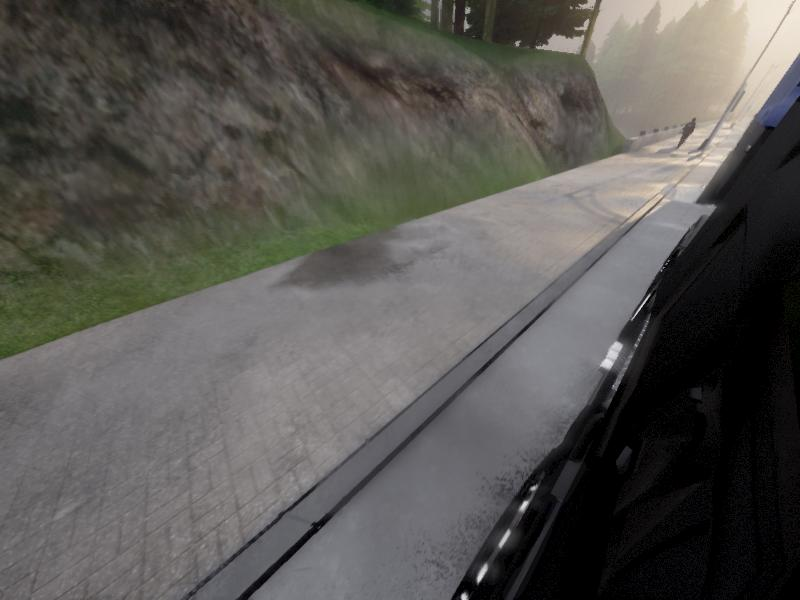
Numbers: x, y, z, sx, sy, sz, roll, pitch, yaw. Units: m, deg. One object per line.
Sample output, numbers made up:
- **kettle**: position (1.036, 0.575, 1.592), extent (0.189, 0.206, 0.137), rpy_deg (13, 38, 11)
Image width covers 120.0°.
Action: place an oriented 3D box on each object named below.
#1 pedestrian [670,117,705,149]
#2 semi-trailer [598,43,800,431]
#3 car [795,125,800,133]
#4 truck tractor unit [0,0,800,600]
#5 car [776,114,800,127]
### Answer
- **pedestrian**: position (20.791, -12.087, 16.748), extent (0.751, 1.860, 0.751), rpy_deg (-26, 43, -28)
- **semi-trailer**: position (8.700, -3.596, 4.239), extent (14.254, 4.402, 2.717), rpy_deg (-28, 44, -30)
- **car**: position (48.052, -20.179, 26.595), extent (4.181, 1.385, 1.994), rpy_deg (-28, 44, -30)
- **truck tractor unit**: position (2.645, -0.295, 0.351), extent (6.516, 4.208, 3.053), rpy_deg (-28, 44, -30)
- **car**: position (63.251, -27.741, 35.643), extent (4.974, 1.542, 2.038), rpy_deg (11, 40, 17)
